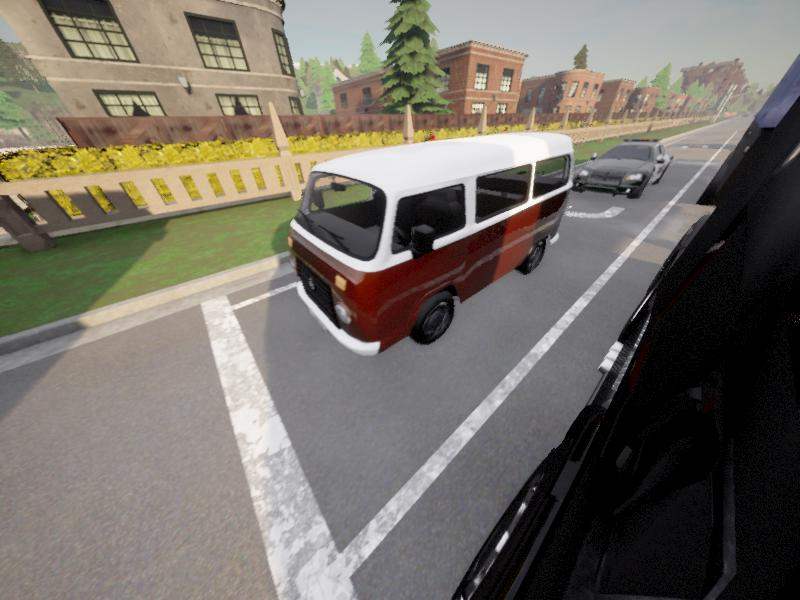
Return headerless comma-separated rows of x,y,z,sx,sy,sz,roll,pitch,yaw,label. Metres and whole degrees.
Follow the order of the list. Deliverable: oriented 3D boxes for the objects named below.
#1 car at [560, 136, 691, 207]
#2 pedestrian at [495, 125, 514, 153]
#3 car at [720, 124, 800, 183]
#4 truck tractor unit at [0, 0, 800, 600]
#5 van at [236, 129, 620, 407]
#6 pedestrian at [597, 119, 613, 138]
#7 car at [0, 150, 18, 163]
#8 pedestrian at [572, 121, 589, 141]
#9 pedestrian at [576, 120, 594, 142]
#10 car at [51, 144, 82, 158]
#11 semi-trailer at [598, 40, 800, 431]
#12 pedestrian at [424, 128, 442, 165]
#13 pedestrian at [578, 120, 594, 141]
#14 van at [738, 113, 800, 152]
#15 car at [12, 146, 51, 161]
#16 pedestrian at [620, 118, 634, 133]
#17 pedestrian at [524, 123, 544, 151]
8.304,-4.935,8.465,4.974,1.542,2.038,-28,44,-30,car
8.501,-13.131,18.860,0.751,1.860,0.751,-28,44,-30,pedestrian
16.237,-6.448,9.942,5.027,1.651,2.152,-28,44,-30,car
2.645,-0.295,0.351,6.516,4.208,3.053,-28,44,-30,truck tractor unit
0.763,-1.139,3.403,4.480,2.038,2.069,-28,44,-30,van
26.732,-22.321,30.079,0.751,1.860,0.751,-28,44,-30,pedestrian
-63.578,-22.691,36.572,1.816,1.474,4.193,-27,43,-29,car
21.122,-19.840,27.091,0.751,1.860,0.751,-15,38,-16,pedestrian
20.273,-18.463,25.298,0.751,1.860,0.751,-28,44,-30,pedestrian
-59.878,-26.850,41.598,1.905,1.878,3.866,-27,43,-29,car
8.702,-3.596,4.234,14.254,4.402,2.717,-28,44,-30,semi-trailer
2.060,-9.628,14.552,0.751,1.860,0.751,-29,44,-31,pedestrian
21.309,-19.391,26.479,0.751,1.860,0.751,27,46,33,pedestrian
26.146,-11.858,16.295,4.442,1.987,1.775,-28,44,-30,van
-61.126,-24.427,38.423,1.932,1.855,4.605,-27,43,-29,car
35.439,-27.137,36.009,0.751,1.860,0.751,-29,44,-30,pedestrian
11.320,-13.767,19.542,0.751,1.860,0.751,-28,44,-30,pedestrian
